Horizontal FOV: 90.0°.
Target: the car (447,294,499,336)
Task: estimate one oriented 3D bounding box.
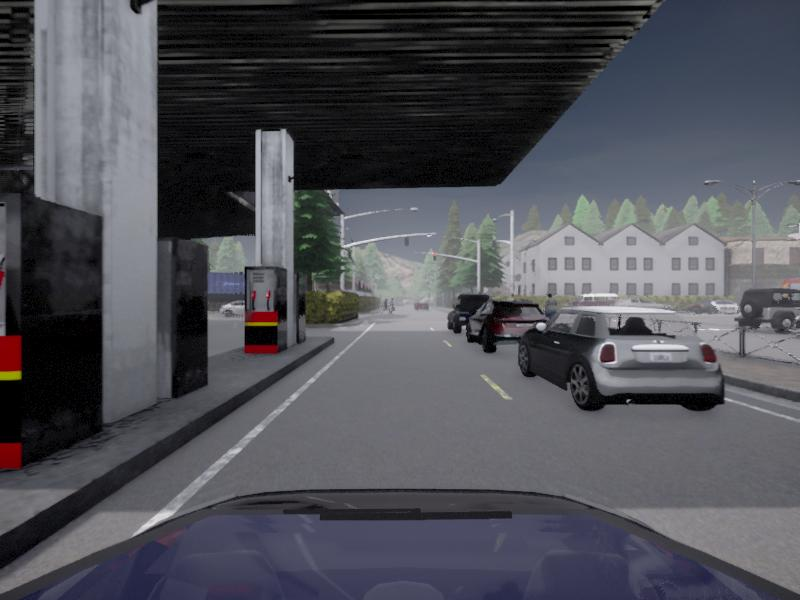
[{"bbox_3d":[3.501,0.663,19.938,1.905,1.878,3.866,0,0,0],"label":"car"}]

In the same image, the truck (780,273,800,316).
[{"bbox_3d":[40.156,-0.483,36.422,8.468,3.827,2.891,0,0,0],"label":"truck"}]

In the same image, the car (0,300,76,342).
[{"bbox_3d":[-17.227,0.838,17.567,2.242,1.667,4.611,0,0,-1],"label":"car"}]

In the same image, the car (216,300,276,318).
[{"bbox_3d":[-13.861,0.782,36.223,4.674,1.442,1.812,-1,1,0],"label":"car"}]

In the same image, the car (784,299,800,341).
[{"bbox_3d":[16.185,0.716,13.895,3.806,1.475,1.970,0,0,-1],"label":"car"}]

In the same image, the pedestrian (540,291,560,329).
[{"bbox_3d":[7.604,0.501,20.282,0.751,1.860,0.751,0,0,-1],"label":"pedestrian"}]

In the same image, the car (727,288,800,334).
[{"bbox_3d":[16.776,0.435,17.224,3.866,1.878,1.905,0,0,-1],"label":"car"}]

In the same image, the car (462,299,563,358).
[{"bbox_3d":[3.501,0.789,13.485,2.033,1.649,4.856,0,0,0],"label":"car"}]

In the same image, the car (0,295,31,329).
[{"bbox_3d":[-22.915,0.674,21.870,1.905,1.878,3.866,0,0,-1],"label":"car"}]

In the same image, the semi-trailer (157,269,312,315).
[{"bbox_3d":[-16.140,-0.767,39.710,14.254,4.402,2.717,0,1,0],"label":"semi-trailer"}]

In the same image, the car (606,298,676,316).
[{"bbox_3d":[21.796,0.618,36.330,5.027,1.651,2.152,0,0,-1],"label":"car"}]

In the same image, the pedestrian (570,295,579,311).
[{"bbox_3d":[19.555,0.329,44.818,0.751,1.860,0.751,0,0,-1],"label":"pedestrian"}]

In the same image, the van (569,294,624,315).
[{"bbox_3d":[19.546,0.411,39.908,4.480,2.038,2.069,0,0,-5],"label":"van"}]

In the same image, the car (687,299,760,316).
[{"bbox_3d":[29.314,0.663,36.391,4.974,1.542,2.038,0,0,0],"label":"car"}]

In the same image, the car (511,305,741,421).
[{"bbox_3d":[3.503,0.860,7.162,1.970,1.475,3.806,0,0,0],"label":"car"}]

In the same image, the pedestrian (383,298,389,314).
[{"bbox_3d":[-1.618,0.674,46.748,0.751,1.860,0.751,0,0,-4],"label":"pedestrian"}]
